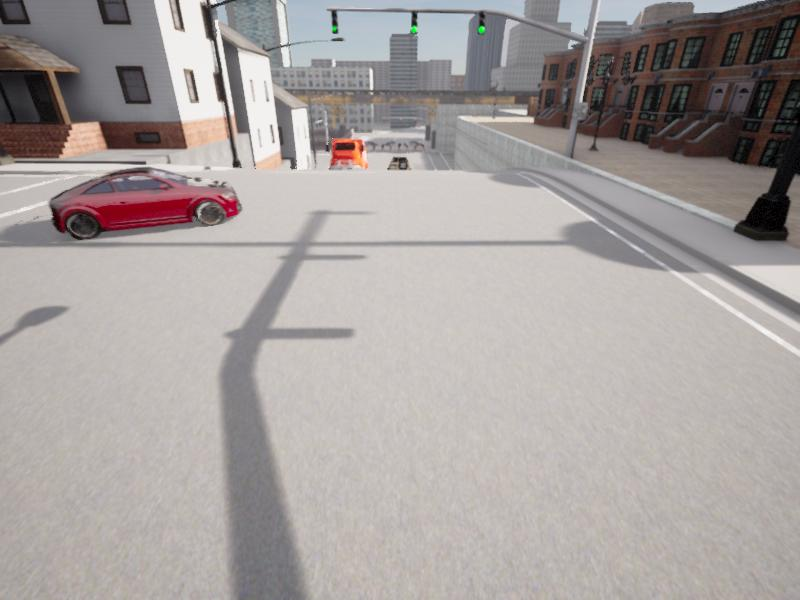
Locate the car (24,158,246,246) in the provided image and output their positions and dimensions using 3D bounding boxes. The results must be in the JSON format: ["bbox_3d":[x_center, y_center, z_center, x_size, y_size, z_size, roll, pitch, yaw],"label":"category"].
[{"bbox_3d":[-6.361,-2.648,10.246,4.181,1.385,1.994,-12,30,-22],"label":"car"}]

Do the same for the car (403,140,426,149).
[{"bbox_3d":[3.262,-35.980,92.436,4.974,1.542,2.038,14,30,25],"label":"car"}]

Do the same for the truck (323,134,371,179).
[{"bbox_3d":[-3.587,-9.971,28.261,2.627,2.467,5.204,-1,14,0],"label":"truck"}]

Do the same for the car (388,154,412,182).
[{"bbox_3d":[-0.049,-11.234,34.344,1.932,1.855,4.605,0,13,-1],"label":"car"}]
